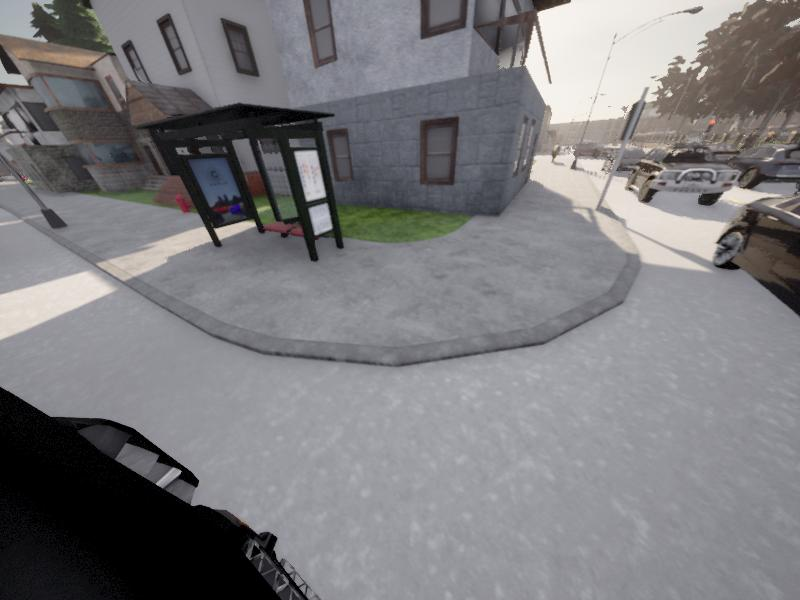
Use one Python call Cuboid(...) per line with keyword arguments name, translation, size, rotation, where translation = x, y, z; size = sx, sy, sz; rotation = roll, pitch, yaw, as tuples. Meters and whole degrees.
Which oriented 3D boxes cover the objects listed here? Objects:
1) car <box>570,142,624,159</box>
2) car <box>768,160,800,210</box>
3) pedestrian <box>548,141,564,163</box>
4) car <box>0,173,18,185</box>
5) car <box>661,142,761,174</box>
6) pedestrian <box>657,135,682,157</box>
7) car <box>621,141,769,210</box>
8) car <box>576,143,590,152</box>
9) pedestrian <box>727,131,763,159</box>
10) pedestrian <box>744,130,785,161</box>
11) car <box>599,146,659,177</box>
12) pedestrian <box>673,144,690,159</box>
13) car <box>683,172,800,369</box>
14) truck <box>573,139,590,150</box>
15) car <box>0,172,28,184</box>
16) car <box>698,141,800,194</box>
Cuboid(name="car", translation=(23.567, -18.118, 27.981), size=(2.033, 1.649, 4.856), rotation=(-3, 33, -5))
Cuboid(name="car", translation=(12.947, -2.735, 5.713), size=(2.128, 1.511, 4.902), rotation=(16, 38, 26))
Cuboid(name="pedestrian", translation=(15.668, -14.878, 23.250), size=(0.751, 1.860, 0.751), rotation=(23, 42, 34))
Cuboid(name="car", translation=(-69.467, -20.294, 39.065), size=(2.007, 1.525, 4.514), rotation=(11, 36, 20))
Cuboid(name="car", translation=(19.954, -9.419, 15.247), size=(2.128, 1.511, 4.902), rotation=(14, 37, 24))
Cuboid(name="pedestrian", translation=(28.432, -16.231, 24.396), size=(0.751, 1.860, 0.751), rotation=(1, 34, 6))
Cuboid(name="car", translation=(10.763, -5.071, 9.076), size=(1.932, 1.855, 4.605), rotation=(16, 38, 26))
Cuboid(name="car", translation=(37.888, -31.713, 47.930), size=(1.812, 1.442, 4.674), rotation=(16, 38, 26))
Cuboid(name="pedestrian", translation=(29.015, -13.036, 19.447), size=(0.751, 1.860, 0.751), rotation=(15, 38, 25))
Cuboid(name="pedestrian", translation=(27.724, -11.757, 17.619), size=(0.751, 1.860, 0.751), rotation=(15, 38, 25))
Cuboid(name="car", translation=(15.481, -9.636, 15.937), size=(1.837, 1.490, 4.892), rotation=(16, 38, 26))
Cuboid(name="pedestrian", translation=(26.623, -14.043, 21.847), size=(0.500, 1.100, 0.500), rotation=(-21, 38, -25))
Cuboid(name="car", translation=(6.029, -0.360, 2.669), size=(2.128, 1.511, 4.902), rotation=(17, 39, 28))
Cuboid(name="truck", translation=(42.492, -36.581, 54.317), size=(2.390, 2.098, 6.274), rotation=(16, 38, 26))
Cuboid(name="car", translation=(-72.236, -22.069, 41.883), size=(2.242, 1.667, 4.611), rotation=(15, 37, 25))
Cuboid(name="car", translation=(16.474, -6.077, 10.373), size=(2.033, 1.649, 4.856), rotation=(15, 37, 25))
